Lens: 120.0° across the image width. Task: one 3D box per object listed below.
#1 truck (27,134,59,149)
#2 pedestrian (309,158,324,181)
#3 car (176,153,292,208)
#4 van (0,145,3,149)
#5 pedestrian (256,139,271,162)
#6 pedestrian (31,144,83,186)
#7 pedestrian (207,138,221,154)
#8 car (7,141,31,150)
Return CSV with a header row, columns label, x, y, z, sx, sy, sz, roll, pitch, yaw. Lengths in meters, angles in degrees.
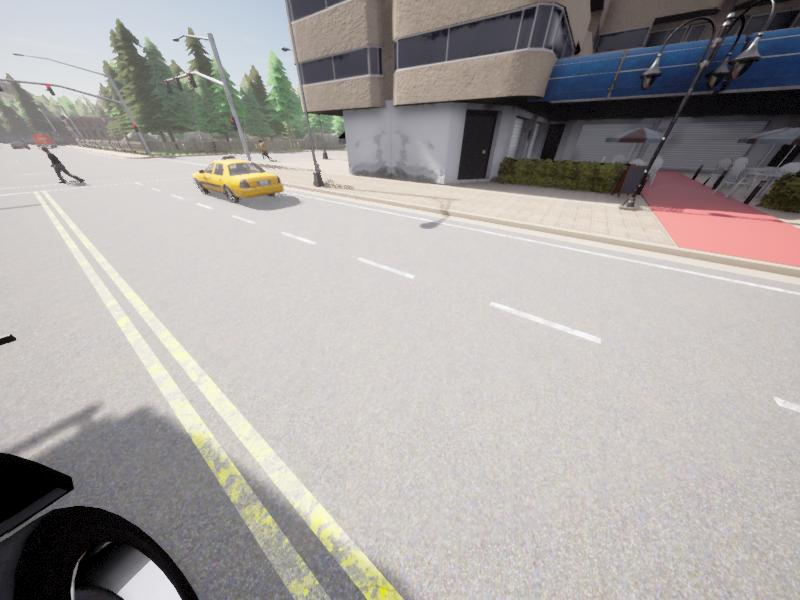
label,x,y,z,sx,sy,sz,roll,pitch,yaw
truck,-76.983,-34.249,49.852,5.204,2.467,2.627,22,41,28
pedestrian,-4.761,-7.496,13.263,0.500,1.100,0.500,-19,39,-25
car,-7.426,-5.468,10.255,5.366,1.575,1.801,22,41,28
van,-84.474,-32.310,47.473,4.442,1.987,1.775,26,42,31
pedestrian,-13.315,-14.651,22.605,0.751,1.860,0.751,-14,38,-20
pedestrian,-18.546,-7.330,12.535,0.751,1.860,0.751,22,41,28
pedestrian,-26.656,-22.104,33.093,0.751,1.860,0.751,22,40,27
car,-76.178,-30.997,46.204,4.181,1.385,1.994,23,41,28
